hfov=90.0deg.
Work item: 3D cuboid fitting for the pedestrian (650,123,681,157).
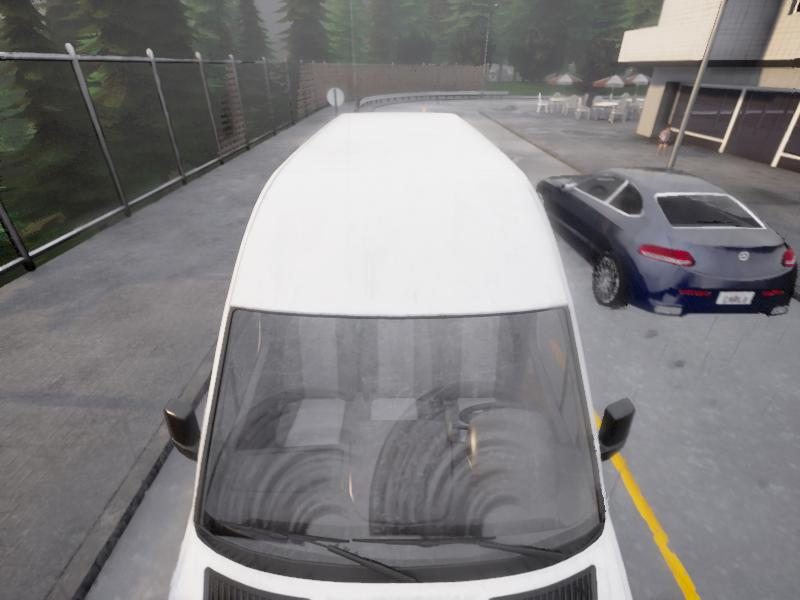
[{"bbox_3d":[9.834,-5.949,14.859,0.500,1.100,0.500,1,30,2],"label":"pedestrian"}]

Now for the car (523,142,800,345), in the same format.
[{"bbox_3d":[3.982,-1.413,6.830,2.152,1.651,5.027,0,30,0],"label":"car"}]

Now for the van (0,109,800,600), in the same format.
[{"bbox_3d":[-0.012,0.045,3.431,1.988,2.561,5.915,0,30,0],"label":"van"}]
